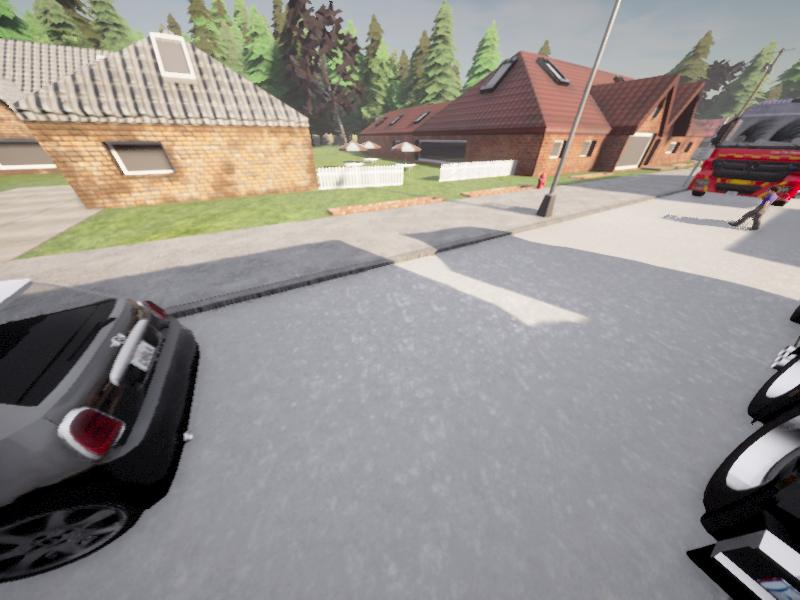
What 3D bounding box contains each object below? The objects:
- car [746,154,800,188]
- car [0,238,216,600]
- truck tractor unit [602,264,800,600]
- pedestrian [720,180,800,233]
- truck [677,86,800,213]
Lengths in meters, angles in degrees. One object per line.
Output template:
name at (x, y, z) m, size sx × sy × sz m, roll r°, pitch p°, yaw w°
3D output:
car at (25.241, -8.405, 14.885) m, size 4.902 × 1.511 × 2.128 m, roll -18°, pitch 39°, yaw -24°
car at (-3.636, 1.029, 1.204) m, size 3.806 × 1.475 × 1.970 m, roll -18°, pitch 39°, yaw -24°
truck tractor unit at (5.116, -0.294, 0.793) m, size 6.516 × 4.208 × 3.053 m, roll -18°, pitch 39°, yaw -24°
pedestrian at (10.797, -2.774, 6.860) m, size 0.751 × 1.300 × 0.751 m, roll -7°, pitch 36°, yaw -11°
truck at (17.595, -6.862, 10.603) m, size 8.468 × 3.827 × 2.891 m, roll -18°, pitch 39°, yaw -24°
